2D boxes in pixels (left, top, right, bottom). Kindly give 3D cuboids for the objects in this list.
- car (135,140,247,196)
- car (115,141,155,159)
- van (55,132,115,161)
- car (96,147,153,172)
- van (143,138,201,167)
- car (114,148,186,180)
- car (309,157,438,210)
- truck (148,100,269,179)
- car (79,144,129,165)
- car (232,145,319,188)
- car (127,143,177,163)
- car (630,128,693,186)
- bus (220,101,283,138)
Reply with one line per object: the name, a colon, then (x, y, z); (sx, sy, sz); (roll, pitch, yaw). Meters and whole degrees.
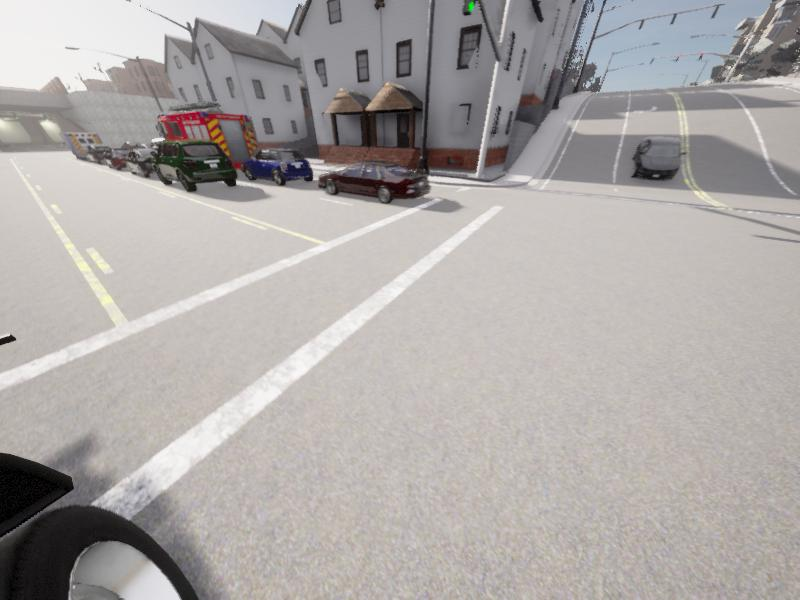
car: (-10.823, -7.044, 11.989); (5.566, 2.045, 2.150); (22, 41, 28)
car: (-31.283, -17.691, 27.238); (3.988, 1.617, 1.851); (22, 41, 28)
van: (-34.806, -17.004, 25.517); (6.366, 2.431, 2.351); (22, 41, 28)
car: (-22.284, -11.435, 18.677); (4.181, 1.385, 1.994); (24, 41, 29)
van: (-20.934, -13.636, 21.225); (4.480, 2.038, 2.069); (22, 41, 28)
car: (-16.859, -9.284, 15.578); (4.892, 1.490, 1.837); (22, 41, 28)
car: (-1.262, -5.352, 10.260); (5.357, 1.411, 2.033); (20, 40, 26)
truck: (-13.778, -11.447, 16.653); (8.468, 3.827, 2.891); (22, 41, 28)
car: (-28.479, -14.032, 22.182); (4.892, 1.490, 1.837); (22, 41, 28)
car: (-7.280, -7.958, 13.537); (4.553, 1.767, 2.097); (22, 41, 28)
car: (-26.207, -15.571, 24.369); (4.902, 1.511, 2.128); (22, 41, 28)
car: (16.191, -9.088, 14.484); (1.882, 1.535, 5.008); (21, 56, 27)
bus: (-31.424, -38.765, 49.563); (3.944, 4.253, 10.273); (22, 54, 27)
